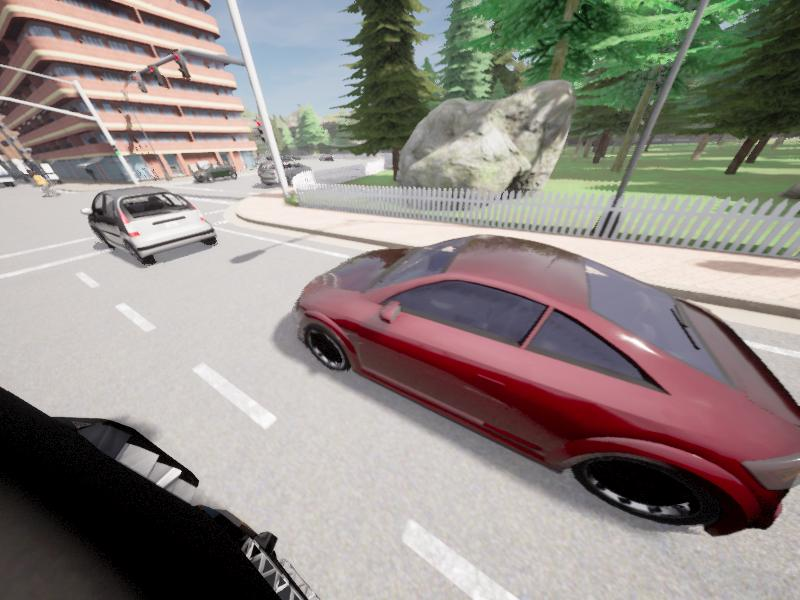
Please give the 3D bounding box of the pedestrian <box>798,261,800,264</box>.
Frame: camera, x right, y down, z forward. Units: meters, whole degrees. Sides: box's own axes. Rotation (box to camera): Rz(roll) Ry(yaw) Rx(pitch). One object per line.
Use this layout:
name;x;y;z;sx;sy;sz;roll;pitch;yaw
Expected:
pedestrian;7.113;-1.150;3.129;0.751;1.860;0.751;16;38;26

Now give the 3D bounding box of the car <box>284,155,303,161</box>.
car;-31.182;-41.473;67.501;5.357;1.411;2.033;16;38;26

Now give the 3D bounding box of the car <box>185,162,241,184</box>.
car;-18.420;-12.664;22.973;1.789;1.549;3.705;8;35;16

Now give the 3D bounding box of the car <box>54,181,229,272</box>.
car;-7.221;-2.289;6.519;3.988;1.617;1.851;16;38;26

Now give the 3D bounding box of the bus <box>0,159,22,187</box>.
bus;-54.984;-16.990;30.006;10.273;4.253;3.944;15;38;27

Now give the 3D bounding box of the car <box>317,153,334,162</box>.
car;-17.099;-32.607;52.926;2.038;1.542;4.974;-23;38;-26

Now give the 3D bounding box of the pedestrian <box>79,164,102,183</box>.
pedestrian;-37.082;-15.166;27.712;0.751;1.860;0.751;15;37;25

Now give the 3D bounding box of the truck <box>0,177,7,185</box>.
truck;-65.661;-19.952;35.701;8.468;3.827;2.891;16;38;26

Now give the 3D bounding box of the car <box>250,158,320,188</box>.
car;-9.061;-10.391;18.710;2.242;1.667;4.611;10;36;18

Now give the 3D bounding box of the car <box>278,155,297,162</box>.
car;-31.318;-39.297;64.147;4.892;1.490;1.837;16;38;26

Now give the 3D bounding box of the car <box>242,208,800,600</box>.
car;0.724;0.087;2.531;4.181;1.385;1.994;16;38;26

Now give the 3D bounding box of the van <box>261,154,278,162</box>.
van;-38.075;-41.468;67.510;4.442;1.987;1.775;16;38;26

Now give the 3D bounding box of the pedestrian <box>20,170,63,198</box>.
pedestrian;-27.564;-8.920;17.803;0.751;1.860;0.751;5;34;11

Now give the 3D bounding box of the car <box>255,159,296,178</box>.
car;-13.770;-14.715;25.767;1.970;1.475;3.806;3;34;9
